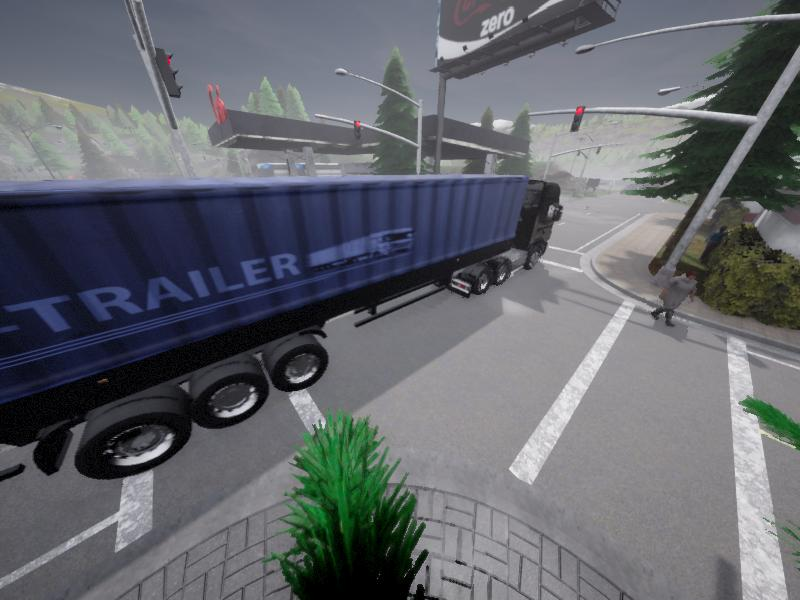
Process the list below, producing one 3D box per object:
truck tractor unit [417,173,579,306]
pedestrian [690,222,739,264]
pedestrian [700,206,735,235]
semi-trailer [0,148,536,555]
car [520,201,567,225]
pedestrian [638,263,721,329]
[{"bbox_3d":[4.257,-3.196,10.213,6.516,4.208,3.053,-22,36,-34],"label":"truck tractor unit"},{"bbox_3d":[15.774,-2.879,11.645,0.751,1.860,0.751,-22,37,-33],"label":"pedestrian"},{"bbox_3d":[22.994,-5.780,16.760,0.751,1.860,0.751,-21,36,-32],"label":"pedestrian"},{"bbox_3d":[-1.818,-0.850,5.712,14.254,4.402,2.717,-22,36,-34],"label":"semi-trailer"},{"bbox_3d":[13.323,-8.082,21.356,4.674,1.442,1.812,-22,36,-34],"label":"car"},{"bbox_3d":[8.667,-0.118,7.291,0.751,1.860,0.751,7,31,12],"label":"pedestrian"}]
